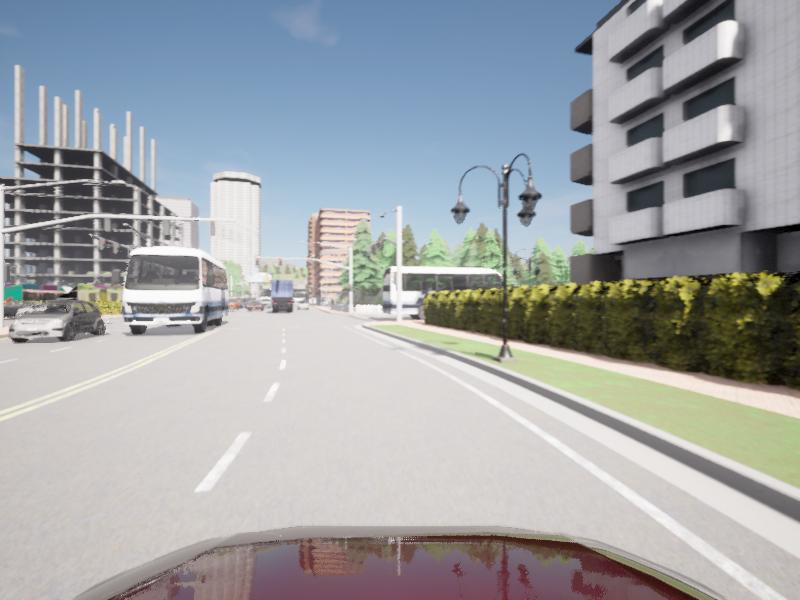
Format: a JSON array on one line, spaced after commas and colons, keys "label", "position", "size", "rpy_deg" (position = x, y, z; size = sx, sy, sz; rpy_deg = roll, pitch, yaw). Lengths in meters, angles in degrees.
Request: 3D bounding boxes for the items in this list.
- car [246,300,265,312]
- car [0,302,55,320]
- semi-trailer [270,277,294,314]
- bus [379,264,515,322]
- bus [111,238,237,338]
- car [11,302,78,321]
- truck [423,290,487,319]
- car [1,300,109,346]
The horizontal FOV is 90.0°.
[{"label": "car", "position": [-21.213, 0.869, 58.798], "size": [2.152, 1.651, 5.027], "rpy_deg": [0, 0, -15]}, {"label": "car", "position": [-33.335, 0.912, 34.614], "size": [4.902, 1.511, 2.128], "rpy_deg": [0, 0, -13]}, {"label": "semi-trailer", "position": [-16.107, -0.538, 55.423], "size": [2.717, 4.402, 14.254], "rpy_deg": [0, 0, -15]}, {"label": "bus", "position": [3.732, -0.503, 32.649], "size": [10.273, 4.253, 3.944], "rpy_deg": [0, 0, -13]}, {"label": "bus", "position": [-11.870, -0.497, 22.542], "size": [3.944, 4.253, 10.273], "rpy_deg": [0, 0, -16]}, {"label": "car", "position": [-28.472, 0.894, 32.160], "size": [3.633, 1.501, 1.845], "rpy_deg": [0, 0, -13]}, {"label": "truck", "position": [4.940, 0.399, 36.402], "size": [5.204, 2.467, 2.627], "rpy_deg": [-1, 0, -13]}, {"label": "car", "position": [-13.858, 0.822, 16.393], "size": [1.851, 1.617, 3.988], "rpy_deg": [0, 0, -16]}]
